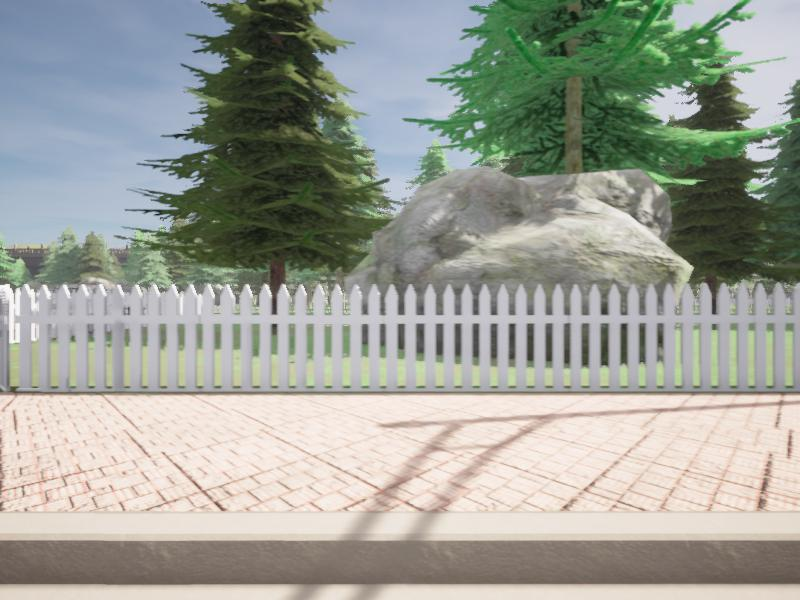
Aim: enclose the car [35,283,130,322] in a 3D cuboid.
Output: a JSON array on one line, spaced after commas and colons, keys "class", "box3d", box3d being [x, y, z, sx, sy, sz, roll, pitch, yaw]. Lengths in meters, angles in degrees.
[{"class": "car", "box3d": [-15.365, 0.120, 19.722, 2.242, 1.667, 4.611, 0, 0, -19]}]
